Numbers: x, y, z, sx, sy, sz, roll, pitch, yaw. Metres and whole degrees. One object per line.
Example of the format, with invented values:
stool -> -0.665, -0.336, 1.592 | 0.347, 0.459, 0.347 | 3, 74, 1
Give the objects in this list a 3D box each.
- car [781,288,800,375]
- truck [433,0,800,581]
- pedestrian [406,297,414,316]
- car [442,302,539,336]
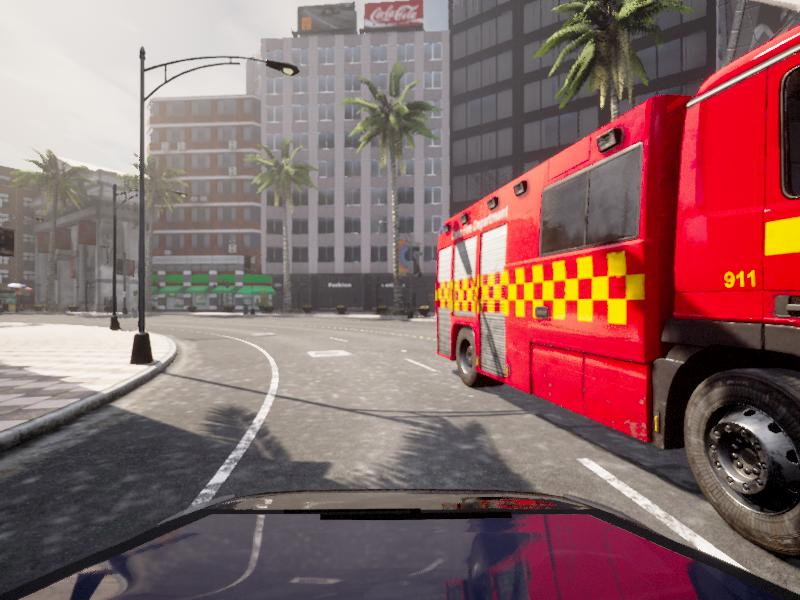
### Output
car -> 9.803, 0.679, 7.212 | 1.905, 1.878, 3.866 | 0, 0, -10
truck -> 3.081, -0.295, 5.422 | 2.891, 3.827, 8.468 | 0, 0, -12
pedestrian -> 1.027, 0.659, 41.248 | 0.751, 1.860, 0.751 | 0, 0, 7
car -> 4.562, 0.891, 21.154 | 1.801, 1.575, 5.366 | 0, 0, -30
